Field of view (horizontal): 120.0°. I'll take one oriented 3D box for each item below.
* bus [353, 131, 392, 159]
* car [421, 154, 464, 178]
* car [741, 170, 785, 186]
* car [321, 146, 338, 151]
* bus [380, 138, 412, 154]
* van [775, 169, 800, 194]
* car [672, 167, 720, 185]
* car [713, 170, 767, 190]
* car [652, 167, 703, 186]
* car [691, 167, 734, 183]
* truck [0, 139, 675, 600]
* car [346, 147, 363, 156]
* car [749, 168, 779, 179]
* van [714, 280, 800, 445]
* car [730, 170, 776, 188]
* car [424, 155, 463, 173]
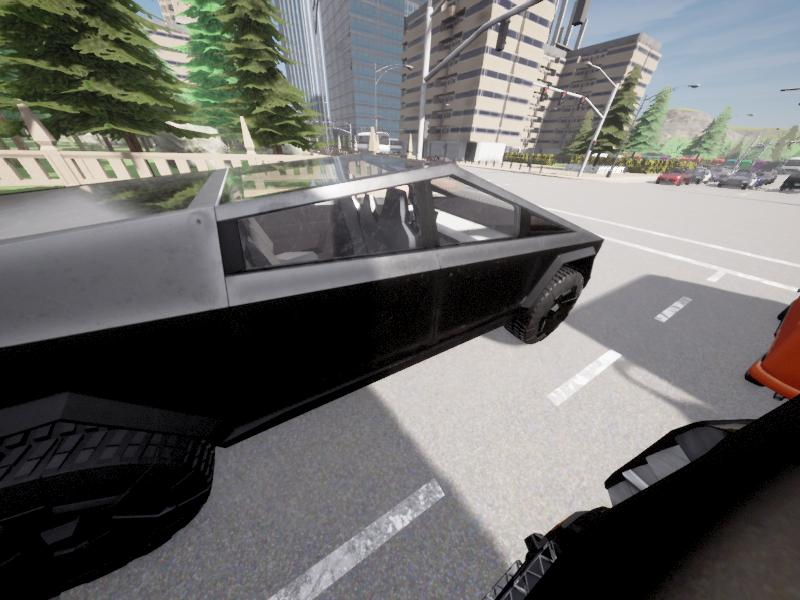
[{"bbox_3d":[-5.881,-31.683,47.307,3.944,4.253,10.273,-16,38,-26],"label":"bus"},{"bbox_3d":[3.991,-13.005,22.346,1.851,1.617,3.988,-14,37,-24],"label":"car"},{"bbox_3d":[47.225,-15.914,30.072,4.902,1.511,2.128,-16,38,-26],"label":"car"},{"bbox_3d":[-22.037,-47.363,72.267,4.718,1.301,1.895,13,35,16],"label":"car"},{"bbox_3d":[-1.489,-53.521,80.379,10.273,4.253,3.944,-16,38,-26],"label":"bus"},{"bbox_3d":[40.184,-11.669,22.725,4.442,1.987,1.775,-10,35,-19],"label":"van"},{"bbox_3d":[34.843,-14.629,27.186,4.974,1.542,2.038,-16,38,-26],"label":"car"},{"bbox_3d":[35.671,-12.627,24.238,4.974,1.542,2.038,-16,38,-26],"label":"car"},{"bbox_3d":[29.416,-13.119,24.510,4.514,1.525,2.007,-15,37,-25],"label":"car"},{"bbox_3d":[40.889,-16.393,30.206,4.856,1.649,2.033,-16,38,-26],"label":"car"},{"bbox_3d":[-0.487,-0.310,2.468,6.274,2.098,2.390,-16,38,-26],"label":"truck"},{"bbox_3d":[-10.945,-35.665,55.393,2.128,1.511,4.902,-16,38,-26],"label":"car"},{"bbox_3d":[73.813,-25.745,46.843,4.611,1.667,2.242,-16,38,-26],"label":"car"},{"bbox_3d":[5.895,0.158,2.347,4.442,1.987,1.775,-16,38,-26],"label":"van"},{"bbox_3d":[41.713,-14.348,27.286,4.514,1.525,2.007,-16,38,-26],"label":"car"},{"bbox_3d":[4.911,-15.965,27.016,1.812,1.442,4.674,-16,38,-26],"label":"car"}]
